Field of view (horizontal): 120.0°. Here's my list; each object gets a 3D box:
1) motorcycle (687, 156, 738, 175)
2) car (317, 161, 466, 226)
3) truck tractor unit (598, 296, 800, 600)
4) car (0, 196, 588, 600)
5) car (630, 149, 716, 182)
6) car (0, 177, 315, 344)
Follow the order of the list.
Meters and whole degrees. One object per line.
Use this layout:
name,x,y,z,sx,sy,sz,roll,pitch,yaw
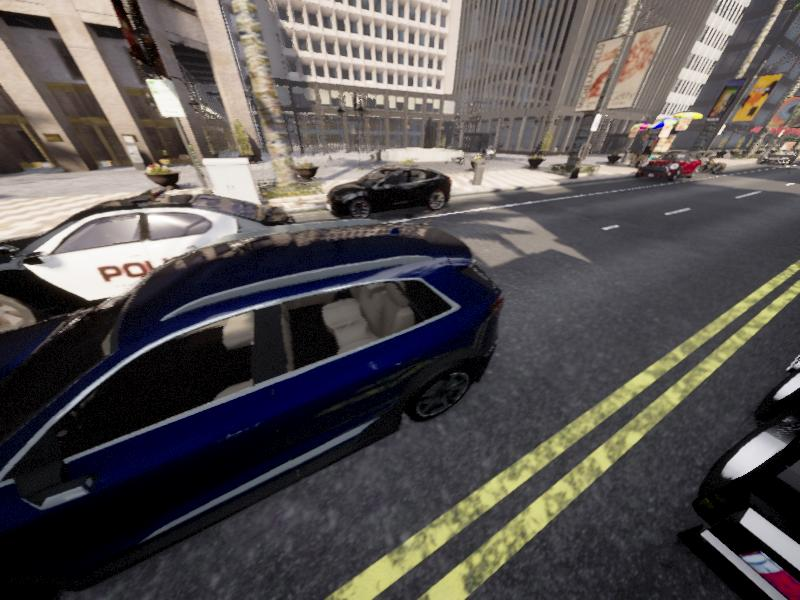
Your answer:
motorcycle,26.042,-11.271,19.329,2.356,1.277,0.764,2,35,2
car,-0.285,-4.133,8.579,4.792,1.488,2.163,-16,38,-22
truck tractor unit,5.163,-0.245,0.711,6.516,4.208,3.053,-16,38,-22
car,-1.248,0.362,2.027,4.856,1.649,2.033,-15,38,-22
car,19.422,-9.704,16.513,4.553,1.767,2.185,-16,38,-22
car,-4.368,-0.973,3.974,4.974,1.542,2.038,-16,38,-22
